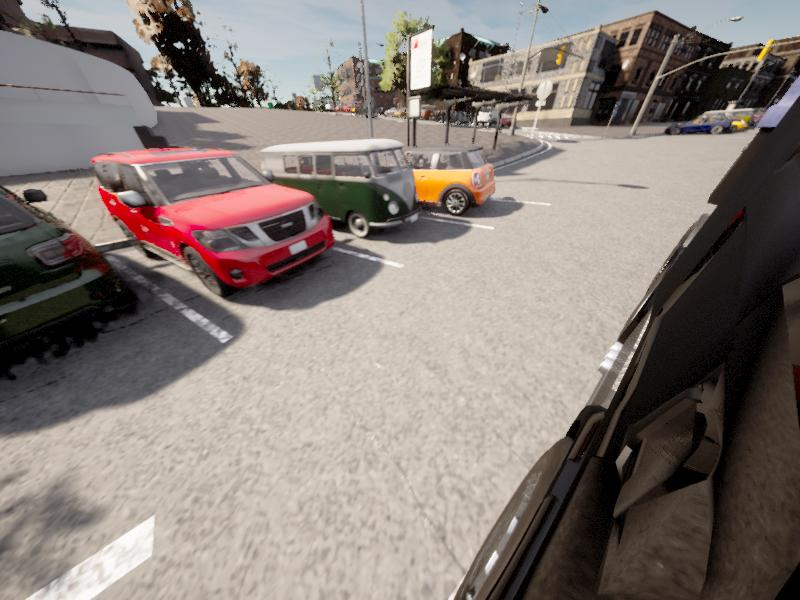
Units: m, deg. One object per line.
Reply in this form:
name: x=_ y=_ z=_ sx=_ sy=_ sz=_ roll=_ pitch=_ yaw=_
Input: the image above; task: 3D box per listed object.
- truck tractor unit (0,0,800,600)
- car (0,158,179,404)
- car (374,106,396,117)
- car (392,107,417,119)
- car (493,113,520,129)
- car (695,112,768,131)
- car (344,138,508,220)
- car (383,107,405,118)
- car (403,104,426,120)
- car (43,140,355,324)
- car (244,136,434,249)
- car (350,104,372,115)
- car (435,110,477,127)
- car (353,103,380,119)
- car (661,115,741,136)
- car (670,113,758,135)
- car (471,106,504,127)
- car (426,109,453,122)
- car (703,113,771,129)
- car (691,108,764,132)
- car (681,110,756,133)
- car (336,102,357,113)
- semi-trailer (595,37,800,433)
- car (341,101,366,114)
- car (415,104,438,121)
truck tractor unit: x=2.645 y=-0.295 z=0.351 sx=6.516 sy=4.208 sz=3.053 roll=-28 pitch=44 yaw=-30
car: x=-6.419 y=-0.705 z=3.329 sx=5.566 sy=2.045 sz=2.435 roll=18 pitch=42 yaw=26
car: x=-3.014 y=-37.420 z=45.943 sx=2.002 sy=1.452 sz=4.674 roll=23 pitch=43 yaw=22
car: x=0.849 y=-34.395 z=42.504 sx=1.946 sy=1.575 sz=5.366 roll=23 pitch=43 yaw=22
car: x=13.875 y=-23.218 z=30.019 sx=2.002 sy=1.452 sz=4.674 roll=23 pitch=43 yaw=22
car: x=41.710 y=-22.623 z=29.335 sx=4.892 sy=1.521 sz=2.231 roll=22 pitch=43 yaw=31
car: x=0.731 y=-4.159 z=7.676 sx=4.553 sy=1.767 sz=2.185 roll=18 pitch=42 yaw=27
car: x=-1.122 y=-35.845 z=44.179 sx=2.002 sy=1.452 sz=4.674 roll=23 pitch=43 yaw=22
car: x=2.580 y=-32.828 z=40.386 sx=1.878 sy=1.987 sz=4.442 roll=24 pitch=43 yaw=22
car: x=-4.011 y=-1.890 z=4.751 sx=5.566 sy=2.045 sz=2.435 roll=18 pitch=41 yaw=27
car: x=-1.575 y=-3.035 z=6.160 sx=4.442 sy=1.987 sz=1.878 roll=18 pitch=41 yaw=27
car: x=-8.578 y=-42.256 z=51.314 sx=1.946 sy=1.575 sz=5.366 roll=23 pitch=43 yaw=22
car: x=7.150 y=-23.505 z=29.890 sx=2.128 sy=1.511 sz=4.902 roll=-26 pitch=48 yaw=-30
car: x=-5.391 y=-30.366 z=37.027 sx=1.932 sy=1.855 sz=4.605 roll=-26 pitch=47 yaw=-30
car: x=31.512 y=-18.426 z=24.501 sx=4.792 sy=1.488 sz=2.163 roll=22 pitch=43 yaw=30
car: x=34.242 y=-19.375 z=25.508 sx=5.366 sy=1.575 sz=1.946 roll=22 pitch=43 yaw=30
car: x=12.022 y=-25.032 z=31.619 sx=2.435 sy=2.045 sz=5.566 roll=23 pitch=43 yaw=22
car: x=6.372 y=-29.554 z=37.064 sx=2.231 sy=1.521 sz=4.892 roll=23 pitch=43 yaw=22
car: x=44.275 y=-23.630 z=30.566 sx=4.674 sy=1.452 sz=2.002 roll=23 pitch=44 yaw=31
car: x=39.246 y=-21.712 z=27.909 sx=4.442 sy=1.987 sz=1.878 roll=22 pitch=43 yaw=31
car: x=36.593 y=-20.616 z=26.801 sx=4.553 sy=1.767 sz=2.185 roll=22 pitch=43 yaw=31
car: x=-12.517 y=-45.377 z=54.604 sx=2.185 sy=1.767 sz=4.553 roll=22 pitch=43 yaw=22
semi-trailer: x=8.796 y=-3.593 z=4.041 sx=14.254 sy=4.402 sz=2.717 roll=-28 pitch=44 yaw=-28
car: x=-10.577 y=-43.901 z=52.765 sx=2.435 sy=2.045 sz=5.566 roll=23 pitch=43 yaw=21
car: x=4.459 y=-31.247 z=38.613 sx=1.878 sy=1.987 sz=4.442 roll=24 pitch=43 yaw=22
